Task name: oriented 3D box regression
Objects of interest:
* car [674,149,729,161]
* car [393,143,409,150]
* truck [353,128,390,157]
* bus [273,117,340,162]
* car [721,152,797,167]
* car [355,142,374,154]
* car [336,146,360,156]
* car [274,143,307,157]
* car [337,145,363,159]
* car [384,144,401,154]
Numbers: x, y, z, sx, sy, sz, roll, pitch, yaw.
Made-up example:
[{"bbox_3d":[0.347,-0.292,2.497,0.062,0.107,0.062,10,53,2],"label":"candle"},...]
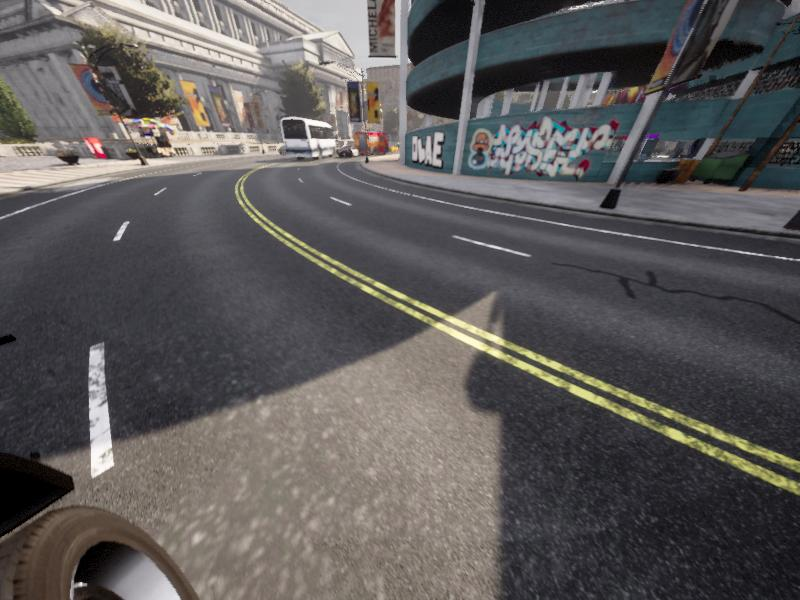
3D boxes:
[{"bbox_3d":[47.663,-23.098,36.721,4.786,1.482,2.161,13,36,17],"label":"car"},{"bbox_3d":[0.299,-44.228,66.589,2.128,1.511,4.902,22,40,28],"label":"car"},{"bbox_3d":[-4.782,-27.927,40.915,2.891,3.827,8.468,12,36,16],"label":"truck"},{"bbox_3d":[-11.794,-21.366,30.943,3.944,4.253,10.273,3,35,3],"label":"bus"},{"bbox_3d":[43.126,-17.013,27.939,4.718,1.301,1.895,13,36,17],"label":"car"},{"bbox_3d":[-6.867,-29.609,45.009,1.905,1.878,3.866,12,36,16],"label":"car"},{"bbox_3d":[-9.042,-26.007,40.290,1.895,1.301,4.718,11,36,15],"label":"car"},{"bbox_3d":[-17.506,-24.222,37.239,2.242,1.667,4.611,9,35,11],"label":"car"},{"bbox_3d":[-7.399,-22.306,34.765,2.038,1.542,4.974,7,35,9],"label":"car"},{"bbox_3d":[-1.488,-31.903,48.688,1.801,1.575,5.366,13,36,17],"label":"car"}]
